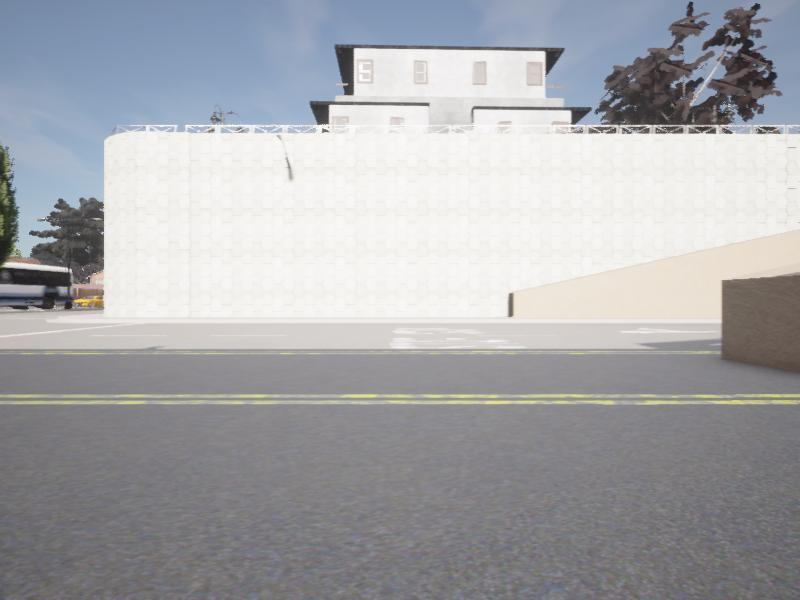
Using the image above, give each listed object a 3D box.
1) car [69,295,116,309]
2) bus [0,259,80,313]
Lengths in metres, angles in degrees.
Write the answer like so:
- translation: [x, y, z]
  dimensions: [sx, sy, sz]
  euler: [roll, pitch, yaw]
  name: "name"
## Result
- translation: [-37.336, 0.230, 48.718]
  dimensions: [1.882, 1.535, 5.008]
  euler: [0, 0, -1]
  name: "car"
- translation: [-33.579, -1.127, 34.459]
  dimensions: [3.944, 4.253, 10.273]
  euler: [0, 0, -1]
  name: "bus"
